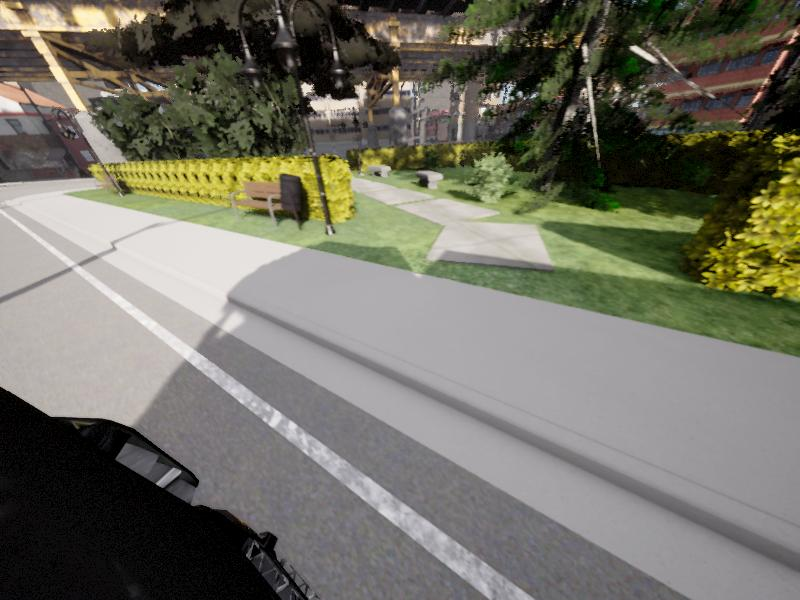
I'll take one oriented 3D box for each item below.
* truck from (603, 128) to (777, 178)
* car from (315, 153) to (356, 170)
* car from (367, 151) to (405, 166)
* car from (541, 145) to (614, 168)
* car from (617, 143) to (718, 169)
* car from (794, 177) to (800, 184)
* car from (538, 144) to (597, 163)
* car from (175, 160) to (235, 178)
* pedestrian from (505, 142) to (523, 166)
[{"bbox_3d":[17.301,-9.307,14.648,2.390,2.098,6.274,-10,34,-10],"label":"truck"},{"bbox_3d":[-8.832,-19.167,31.843,5.027,1.651,2.152,-10,34,-11],"label":"car"},{"bbox_3d":[-1.973,-20.362,33.189,4.974,1.542,2.038,-10,34,-11],"label":"car"},{"bbox_3d":[15.549,-12.852,20.647,2.163,1.488,4.792,-10,34,-10],"label":"car"},{"bbox_3d":[20.019,-11.085,17.692,1.812,1.442,4.674,-10,34,-10],"label":"car"},{"bbox_3d":[19.257,-4.695,8.318,1.895,1.301,4.718,-10,34,-10],"label":"car"},{"bbox_3d":[17.812,-15.856,24.971,2.163,1.488,4.792,-10,35,-11],"label":"car"},{"bbox_3d":[-24.187,-16.455,28.944,5.238,1.638,1.930,-10,34,-11],"label":"car"},{"bbox_3d":[10.437,-13.394,21.198,0.751,1.860,0.751,-9,34,-9],"label":"pedestrian"}]
